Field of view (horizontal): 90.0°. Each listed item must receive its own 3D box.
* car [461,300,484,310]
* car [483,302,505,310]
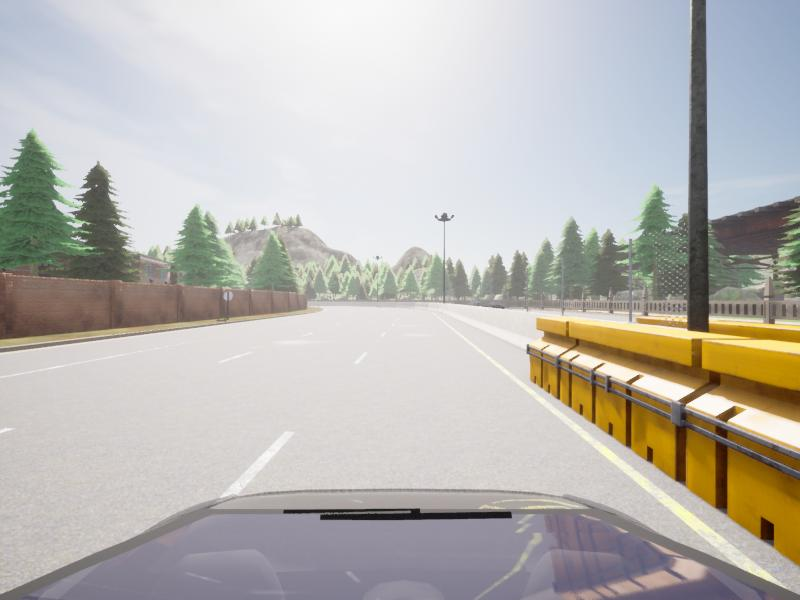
[{"bbox_3d":[11.394,0.836,63.312,2.128,1.511,4.902,0,0,-8],"label":"car"},{"bbox_3d":[14.894,0.944,63.707,1.895,1.301,4.718,0,0,-8],"label":"car"}]
